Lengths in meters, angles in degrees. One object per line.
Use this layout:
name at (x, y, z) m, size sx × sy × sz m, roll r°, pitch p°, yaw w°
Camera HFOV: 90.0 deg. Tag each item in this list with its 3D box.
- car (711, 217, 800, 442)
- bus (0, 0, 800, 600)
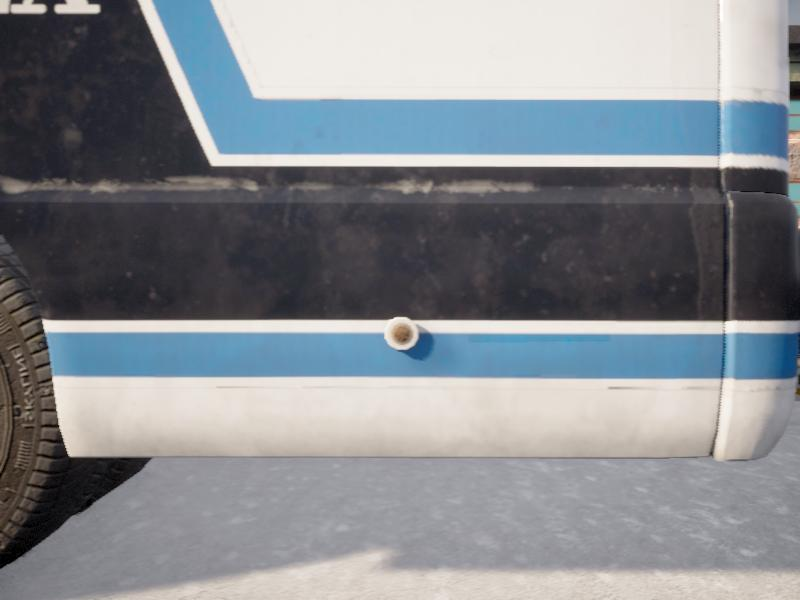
car at (5.484, 0.208, 2.697) m, size 5.366 × 1.575 × 1.801 m, roll 0°, pitch 0°, yaw 0°
bus at (-3.813, -1.140, 2.582) m, size 10.273 × 4.253 × 3.944 m, roll 0°, pitch 0°, yaw 0°
